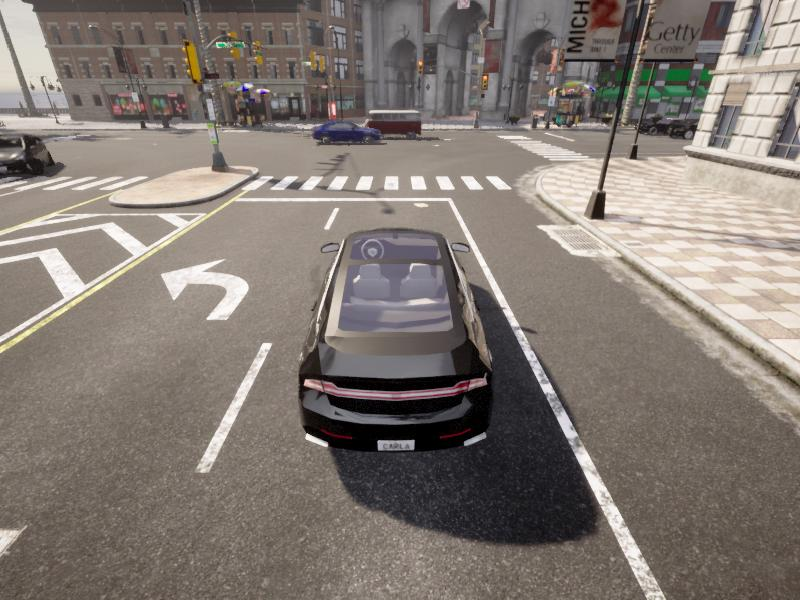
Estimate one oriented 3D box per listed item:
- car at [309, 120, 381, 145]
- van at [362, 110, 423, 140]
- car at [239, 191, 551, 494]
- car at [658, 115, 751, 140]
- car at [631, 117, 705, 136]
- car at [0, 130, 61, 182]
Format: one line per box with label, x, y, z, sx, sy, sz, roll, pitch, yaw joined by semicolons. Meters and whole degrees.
car;-3.672;-11.489;27.423;4.674;1.442;1.812;0;27;0
van;-0.574;-13.333;30.417;4.442;1.987;1.775;0;27;0
car;-0.056;-0.144;5.249;2.128;1.511;4.902;0;27;-1
car;23.101;-13.186;30.510;5.238;1.638;1.930;0;27;0
car;22.496;-14.632;33.706;4.718;1.301;1.895;0;27;1
car;-16.503;-6.264;17.156;2.007;1.525;4.514;-14;30;-25
